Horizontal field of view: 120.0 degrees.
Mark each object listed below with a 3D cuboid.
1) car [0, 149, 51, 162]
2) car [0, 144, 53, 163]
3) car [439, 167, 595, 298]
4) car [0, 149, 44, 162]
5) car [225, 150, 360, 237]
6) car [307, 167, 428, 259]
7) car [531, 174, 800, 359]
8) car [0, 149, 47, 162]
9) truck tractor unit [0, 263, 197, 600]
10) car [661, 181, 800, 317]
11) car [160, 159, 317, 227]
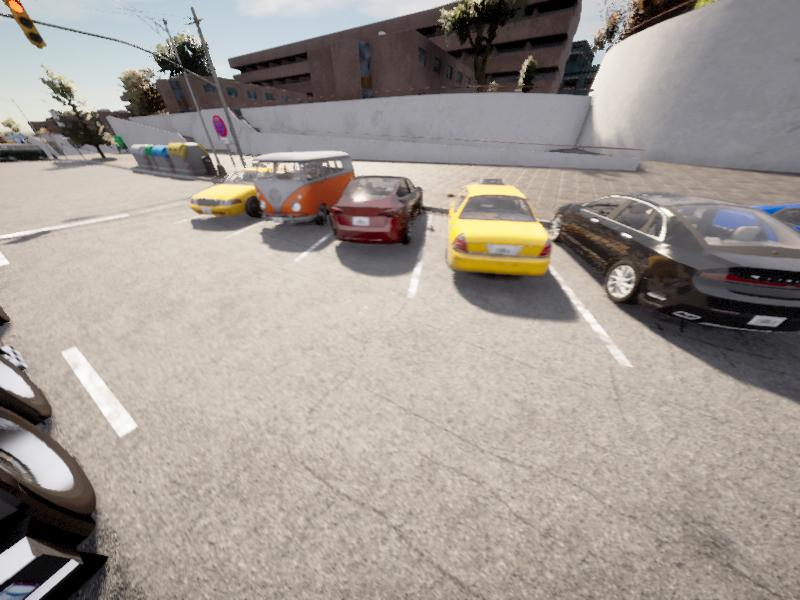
[{"bbox_3d":[-53.488,-20.224,32.290,2.002,1.452,4.674,4,34,9],"label":"car"},{"bbox_3d":[-50.927,-19.600,30.780,1.878,1.987,4.442,5,34,9],"label":"car"},{"bbox_3d":[2.151,-2.265,5.906,1.946,1.575,5.366,6,35,8],"label":"car"},{"bbox_3d":[-58.670,-21.724,34.654,1.946,1.575,5.366,5,34,9],"label":"car"},{"bbox_3d":[-3.062,-3.964,7.997,1.878,1.987,4.442,6,35,8],"label":"car"},{"bbox_3d":[-0.461,-2.993,7.029,2.163,1.488,4.792,6,35,8],"label":"car"},{"bbox_3d":[4.700,-1.313,4.523,2.231,1.521,4.892,6,35,8],"label":"car"},{"bbox_3d":[-56.059,-21.009,33.563,2.002,1.452,4.674,5,34,9],"label":"car"},{"bbox_3d":[-5.115,-0.296,0.785,6.516,4.208,3.053,18,39,24],"label":"truck tractor unit"},{"bbox_3d":[7.291,-0.475,3.300,2.097,1.535,5.008,6,35,8],"label":"car"},{"bbox_3d":[-5.657,-4.583,9.298,1.946,1.575,5.366,6,35,8],"label":"car"}]
